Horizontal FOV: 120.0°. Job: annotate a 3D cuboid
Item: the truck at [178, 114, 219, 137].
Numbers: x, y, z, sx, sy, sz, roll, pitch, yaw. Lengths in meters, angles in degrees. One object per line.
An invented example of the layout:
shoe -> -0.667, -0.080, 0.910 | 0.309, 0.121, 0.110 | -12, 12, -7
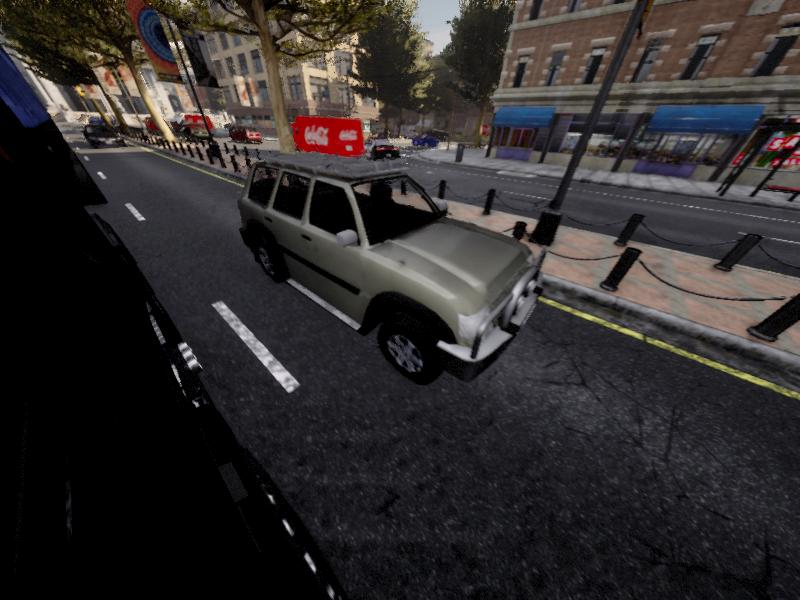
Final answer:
truck -> -29.584, -25.597, 33.937 | 5.204, 2.467, 2.627 | 27, 43, 30

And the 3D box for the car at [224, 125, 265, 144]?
car -> -18.169, -19.354, 27.038 | 3.988, 1.617, 1.851 | 21, 41, 23

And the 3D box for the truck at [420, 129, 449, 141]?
truck -> 7.829, -37.943, 53.061 | 2.390, 2.098, 6.274 | -29, 47, -35

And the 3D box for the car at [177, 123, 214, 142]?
car -> -23.713, -19.387, 26.742 | 3.988, 1.617, 1.851 | 28, 44, 30

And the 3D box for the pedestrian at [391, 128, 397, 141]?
pedestrian -> -1.134, -29.360, 40.949 | 0.751, 1.860, 0.751 | -23, 44, -30

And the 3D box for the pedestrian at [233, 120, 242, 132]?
pedestrian -> -32.151, -34.387, 45.751 | 0.751, 1.860, 0.751 | 31, 45, 32

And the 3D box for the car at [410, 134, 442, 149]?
car -> 3.647, -21.905, 31.851 | 1.882, 1.535, 5.008 | 27, 43, 29

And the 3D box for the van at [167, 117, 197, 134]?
van -> -36.134, -28.892, 38.310 | 4.480, 2.038, 2.069 | 28, 44, 30

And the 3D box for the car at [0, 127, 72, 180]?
car -> -16.608, -6.579, 10.167 | 4.892, 1.490, 1.837 | 28, 44, 30

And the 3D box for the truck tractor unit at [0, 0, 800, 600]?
truck tractor unit -> -2.645, -0.295, 0.351 | 6.516, 4.208, 3.053 | 28, 44, 30

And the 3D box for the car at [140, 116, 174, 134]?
car -> -37.149, -26.690, 35.294 | 5.566, 2.045, 2.150 | 29, 44, 31

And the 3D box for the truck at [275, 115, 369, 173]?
truck -> -4.768, -9.677, 14.220 | 5.204, 2.467, 2.627 | 28, 44, 30

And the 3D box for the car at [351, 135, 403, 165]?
car -> -1.924, -11.672, 17.846 | 2.038, 1.542, 4.974 | -16, 41, -24

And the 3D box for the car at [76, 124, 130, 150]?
car -> -23.519, -12.929, 18.264 | 4.674, 1.442, 1.812 | 28, 44, 30

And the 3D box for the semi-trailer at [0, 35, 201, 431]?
semi-trailer -> -8.659, -3.627, 4.271 | 14.254, 4.402, 2.717 | 29, 44, 30

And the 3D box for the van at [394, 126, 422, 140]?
van -> 1.780, -38.583, 53.269 | 6.366, 2.431, 2.351 | 28, 44, 30

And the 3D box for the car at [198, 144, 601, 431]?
car -> -0.507, -0.924, 3.285 | 4.605, 1.855, 1.932 | 28, 44, 30
